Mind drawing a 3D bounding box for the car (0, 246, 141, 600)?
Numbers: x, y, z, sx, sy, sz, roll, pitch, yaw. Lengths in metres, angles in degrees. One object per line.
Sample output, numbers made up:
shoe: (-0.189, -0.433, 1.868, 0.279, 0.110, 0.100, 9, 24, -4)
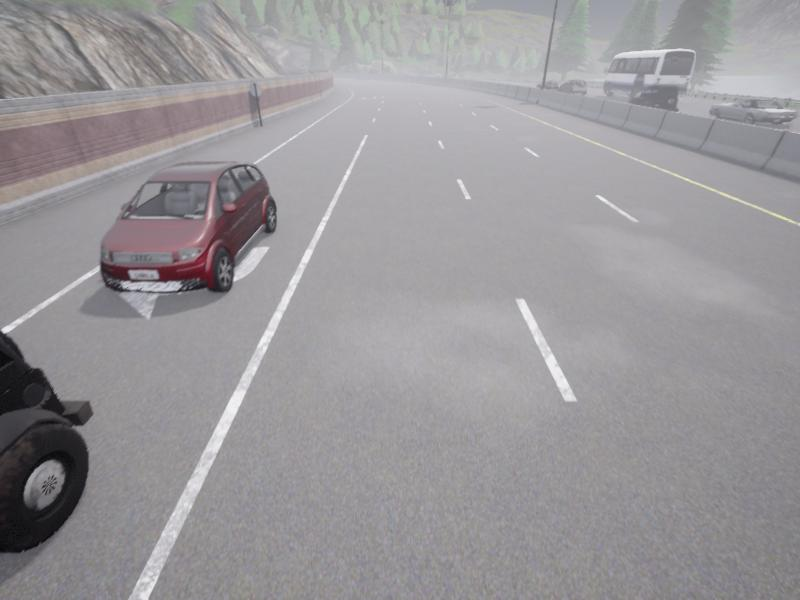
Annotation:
car: (-3.469, 1.392, 1.736, 1.905, 1.878, 3.866, 0, 30, 0)

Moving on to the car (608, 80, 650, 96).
car: (27.569, -25.721, 48.384, 2.007, 1.525, 4.514, -3, 31, -5)

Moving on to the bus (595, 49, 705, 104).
bus: (24.371, -22.531, 40.203, 3.944, 4.253, 10.273, -1, 30, -1)

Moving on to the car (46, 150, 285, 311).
car: (-3.456, -1.445, 6.907, 1.789, 1.549, 3.705, 0, 30, 0)

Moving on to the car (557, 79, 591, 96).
car: (20.576, -25.326, 47.596, 1.851, 1.617, 3.988, -3, 31, -5)

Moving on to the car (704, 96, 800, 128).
car: (21.082, -11.396, 24.132, 1.895, 1.301, 4.718, 0, 30, 0)

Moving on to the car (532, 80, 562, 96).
car: (17.124, -24.822, 46.781, 1.789, 1.549, 3.705, -2, 31, -3)

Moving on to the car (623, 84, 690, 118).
car: (17.592, -13.852, 27.733, 1.905, 1.878, 3.866, 0, 30, 0)
